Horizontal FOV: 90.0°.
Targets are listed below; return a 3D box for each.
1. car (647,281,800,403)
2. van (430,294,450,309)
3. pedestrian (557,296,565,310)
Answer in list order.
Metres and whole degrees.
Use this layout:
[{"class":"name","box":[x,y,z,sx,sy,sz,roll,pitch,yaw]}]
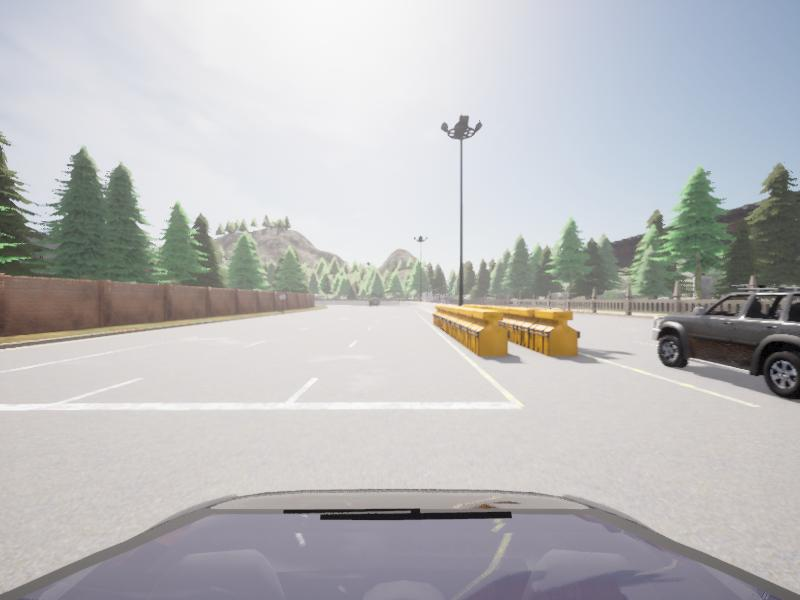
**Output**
[{"class":"car","box":[7.091,0.643,7.669,1.932,1.855,4.605,1,1,2]},{"class":"van","box":[6.969,0.280,70.771,2.351,2.431,6.366,0,0,-4]},{"class":"pedestrian","box":[21.619,0.409,53.792,0.751,1.860,0.751,0,0,-1]}]
